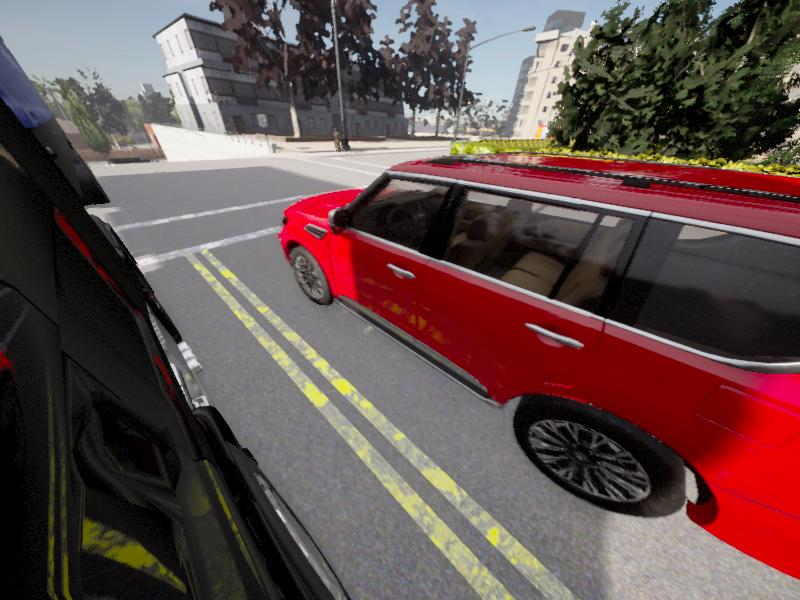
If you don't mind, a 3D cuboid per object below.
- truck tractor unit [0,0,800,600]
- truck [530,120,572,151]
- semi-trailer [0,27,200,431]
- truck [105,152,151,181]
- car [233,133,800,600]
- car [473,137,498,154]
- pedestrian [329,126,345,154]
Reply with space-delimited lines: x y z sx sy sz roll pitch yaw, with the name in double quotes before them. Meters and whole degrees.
"truck tractor unit" -2.645 -0.295 0.351 6.516 4.208 3.053 28 44 30
"truck" 25.413 -27.439 38.707 2.891 3.827 8.468 29 44 31
"semi-trailer" -8.625 -3.657 4.294 14.254 4.402 2.717 29 44 31
"truck" -29.936 -14.586 25.466 6.274 2.098 2.390 19 38 38
"car" 0.767 -0.480 2.627 5.566 2.045 2.150 29 44 30
"car" 10.848 -19.612 29.226 1.789 1.549 3.705 22 41 23
"pedestrian" -5.212 -13.275 19.196 0.751 1.860 0.751 17 39 18
